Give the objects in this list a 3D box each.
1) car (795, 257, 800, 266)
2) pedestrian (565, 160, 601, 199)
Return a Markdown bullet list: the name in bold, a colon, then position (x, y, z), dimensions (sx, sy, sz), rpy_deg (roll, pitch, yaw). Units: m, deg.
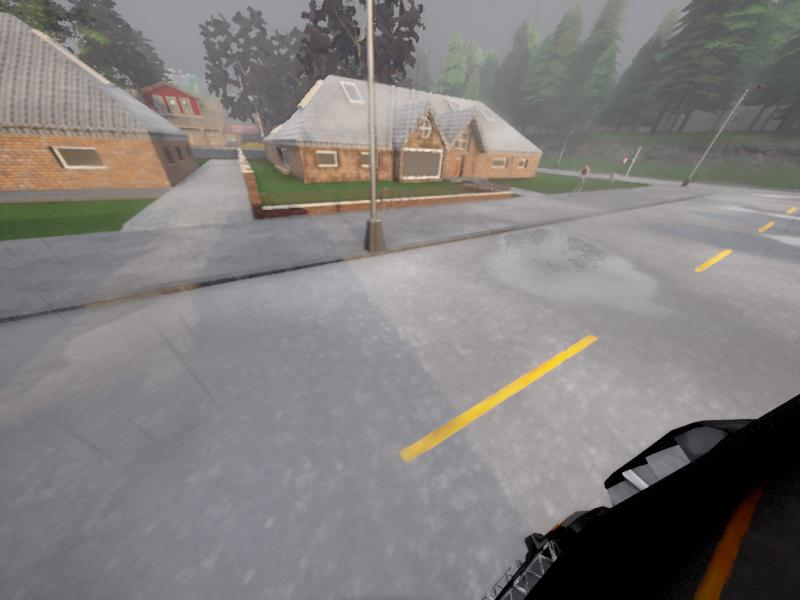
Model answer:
- **car**: position (12.546, -1.561, 5.847), dimensions (3.633, 1.501, 1.845), rpy_deg (-16, 38, -26)
- **pedestrian**: position (10.442, -6.900, 13.251), dimensions (0.751, 1.860, 0.751), rpy_deg (-14, 37, -24)
